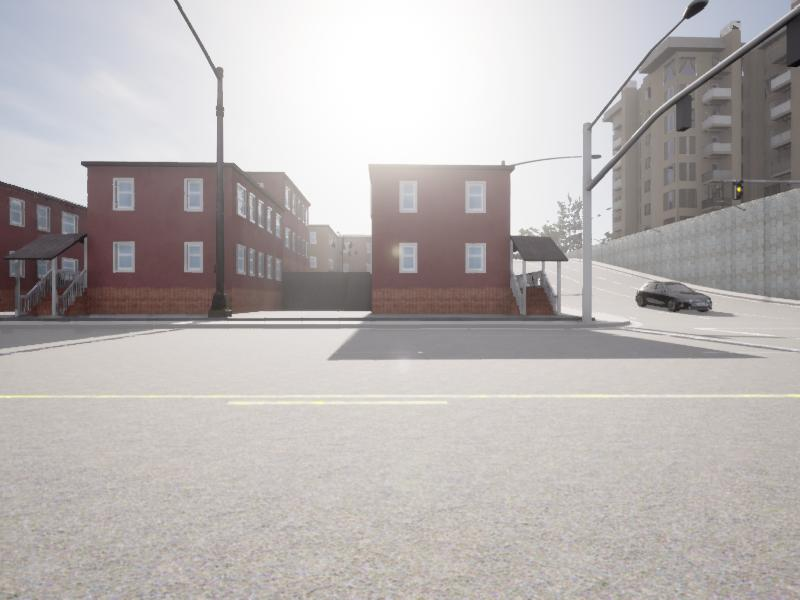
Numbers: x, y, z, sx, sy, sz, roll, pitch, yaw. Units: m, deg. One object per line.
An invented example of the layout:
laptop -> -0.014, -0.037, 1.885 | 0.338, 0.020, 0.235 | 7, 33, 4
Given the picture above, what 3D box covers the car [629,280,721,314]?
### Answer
car -> 16.117, -0.256, 23.853 | 2.033, 1.649, 4.856 | 0, 5, 0
